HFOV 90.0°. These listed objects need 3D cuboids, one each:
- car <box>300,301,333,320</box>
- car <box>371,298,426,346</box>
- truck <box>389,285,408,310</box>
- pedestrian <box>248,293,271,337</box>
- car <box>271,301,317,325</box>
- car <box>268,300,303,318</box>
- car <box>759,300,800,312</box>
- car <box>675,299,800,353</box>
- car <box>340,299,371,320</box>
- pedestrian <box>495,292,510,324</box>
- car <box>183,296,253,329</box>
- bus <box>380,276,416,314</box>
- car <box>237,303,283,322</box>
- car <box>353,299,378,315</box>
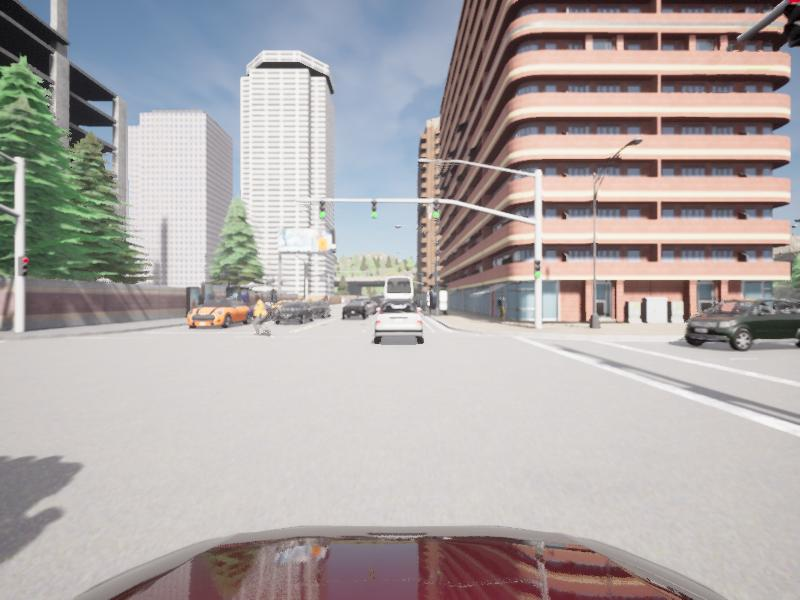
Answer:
[{"bbox_3d":[-7.099,0.813,34.353,1.837,1.490,4.892,0,0,0],"label":"car"},{"bbox_3d":[-0.050,0.742,15.646,1.851,1.617,3.988,0,0,0],"label":"car"},{"bbox_3d":[-0.142,-0.402,64.105,2.891,3.827,8.468,0,0,1],"label":"truck"},{"bbox_3d":[-5.990,0.618,17.077,0.751,1.860,0.751,0,0,-5],"label":"pedestrian"},{"bbox_3d":[-7.077,0.824,27.144,1.837,1.490,4.892,0,0,0],"label":"car"},{"bbox_3d":[-10.607,0.789,37.575,1.882,1.535,5.008,0,0,0],"label":"car"},{"bbox_3d":[46.873,0.693,48.737,1.837,1.490,4.892,0,0,0],"label":"car"},{"bbox_3d":[11.119,0.746,12.785,3.705,1.549,1.789,0,0,-12],"label":"car"},{"bbox_3d":[-3.621,0.738,33.311,1.930,1.638,5.238,0,0,0],"label":"car"},{"bbox_3d":[6.112,0.459,23.937,0.751,1.860,0.751,0,0,3],"label":"pedestrian"},{"bbox_3d":[-10.570,0.682,23.642,2.097,1.767,4.553,0,0,0],"label":"car"},{"bbox_3d":[-0.264,-0.589,49.593,3.944,4.253,10.273,0,1,0],"label":"bus"},{"bbox_3d":[-10.589,0.921,30.645,1.895,1.301,4.718,0,0,0],"label":"car"},{"bbox_3d":[-3.624,0.710,42.599,2.242,1.667,4.611,0,0,0],"label":"car"}]
